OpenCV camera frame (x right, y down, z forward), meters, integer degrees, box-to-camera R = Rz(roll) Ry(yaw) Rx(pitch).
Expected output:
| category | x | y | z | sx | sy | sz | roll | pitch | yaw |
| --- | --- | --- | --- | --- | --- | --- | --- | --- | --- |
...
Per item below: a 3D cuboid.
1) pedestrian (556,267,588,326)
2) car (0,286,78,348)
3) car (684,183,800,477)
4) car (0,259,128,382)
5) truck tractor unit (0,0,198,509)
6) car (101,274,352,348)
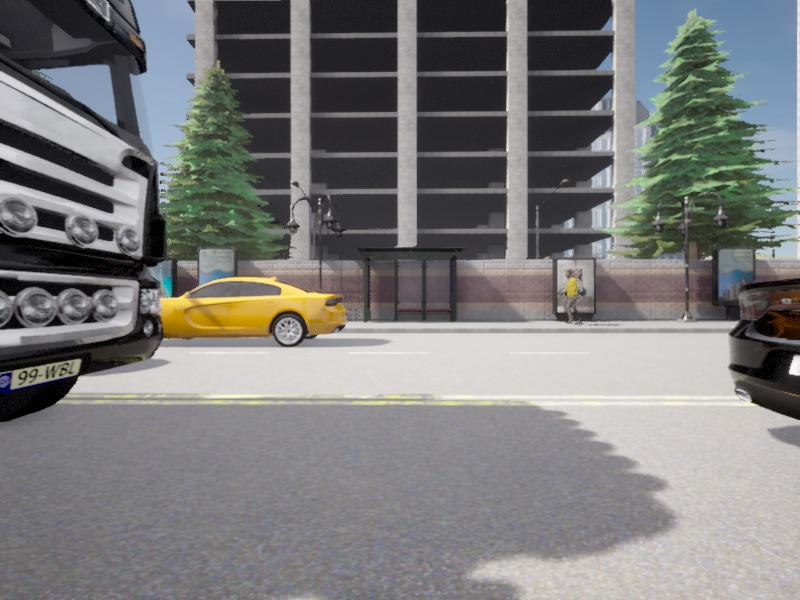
| category | x | y | z | sx | sy | sz | roll | pitch | yaw |
| --- | --- | --- | --- | --- | --- | --- | --- | --- | --- |
| pedestrian | 5.562 | -0.120 | 12.987 | 0.751 | 1.860 | 0.751 | 0 | 0 | 4 |
| car | -10.662 | 0.357 | 9.381 | 4.718 | 1.301 | 1.895 | 0 | 0 | 1 |
| car | 4.848 | 0.167 | 2.149 | 5.238 | 1.638 | 1.930 | 0 | 0 | 1 |
| car | -7.016 | 0.253 | 5.825 | 4.892 | 1.490 | 1.837 | 0 | 0 | 1 |
| truck tractor unit | -5.193 | -1.091 | 2.298 | 6.516 | 4.208 | 3.053 | 0 | 0 | 1 |
| car | -3.732 | 0.228 | 9.275 | 5.008 | 1.535 | 1.882 | 0 | 0 | 1 |
